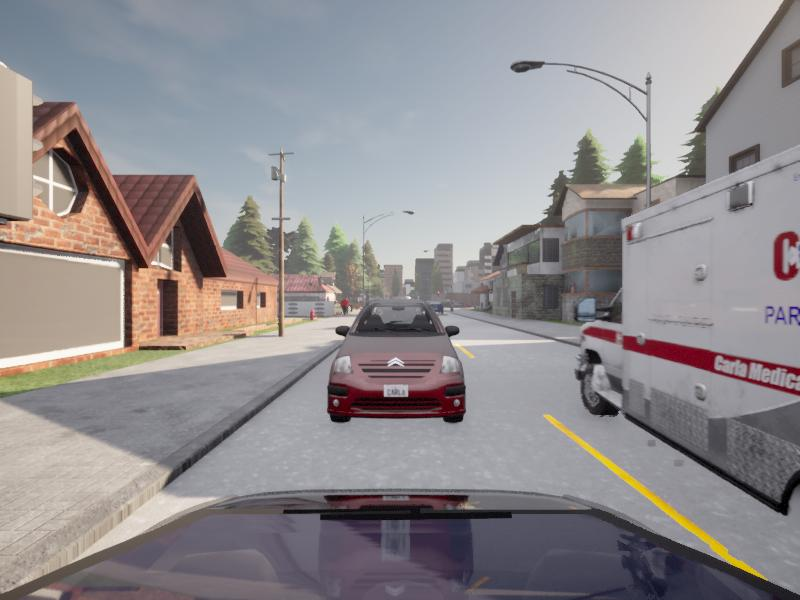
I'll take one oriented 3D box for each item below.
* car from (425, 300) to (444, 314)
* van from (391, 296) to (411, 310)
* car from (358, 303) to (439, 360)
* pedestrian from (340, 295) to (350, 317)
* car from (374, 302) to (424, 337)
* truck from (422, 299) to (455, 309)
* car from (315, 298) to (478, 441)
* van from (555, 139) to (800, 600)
[{"bbox_3d":[3.974,0.823,46.946,1.882,1.535,5.008,0,0,0],"label":"car"},{"bbox_3d":[0.202,0.593,73.696,2.351,2.431,6.366,0,0,13],"label":"van"},{"bbox_3d":[-0.035,0.851,13.090,2.163,1.488,4.792,0,0,0],"label":"car"},{"bbox_3d":[-4.889,0.533,35.495,0.751,1.860,0.751,0,0,2],"label":"pedestrian"},{"bbox_3d":[-0.034,0.851,19.556,2.163,1.488,4.792,0,0,0],"label":"car"},{"bbox_3d":[7.729,0.759,80.468,6.274,2.098,2.390,0,0,14],"label":"truck"},{"bbox_3d":[-0.037,0.788,6.527,1.851,1.617,3.988,0,0,0],"label":"car"},{"bbox_3d":[3.348,0.377,3.071,2.351,2.431,6.366,0,0,5],"label":"van"}]
